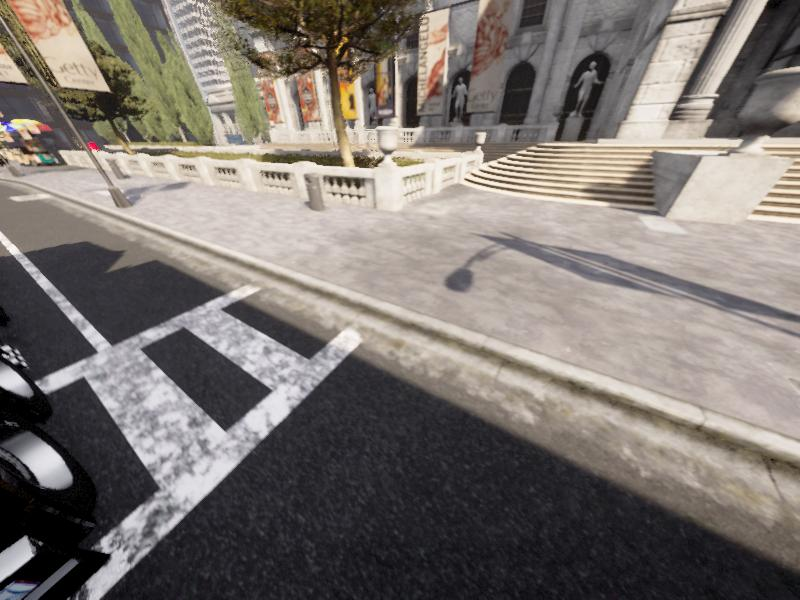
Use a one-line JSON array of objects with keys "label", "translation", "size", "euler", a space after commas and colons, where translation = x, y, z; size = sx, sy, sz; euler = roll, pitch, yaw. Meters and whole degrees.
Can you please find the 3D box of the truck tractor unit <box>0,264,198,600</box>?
[{"label": "truck tractor unit", "translation": [-5.118, -0.293, 0.777], "size": [6.516, 4.208, 3.053], "euler": [18, 39, 24]}]
